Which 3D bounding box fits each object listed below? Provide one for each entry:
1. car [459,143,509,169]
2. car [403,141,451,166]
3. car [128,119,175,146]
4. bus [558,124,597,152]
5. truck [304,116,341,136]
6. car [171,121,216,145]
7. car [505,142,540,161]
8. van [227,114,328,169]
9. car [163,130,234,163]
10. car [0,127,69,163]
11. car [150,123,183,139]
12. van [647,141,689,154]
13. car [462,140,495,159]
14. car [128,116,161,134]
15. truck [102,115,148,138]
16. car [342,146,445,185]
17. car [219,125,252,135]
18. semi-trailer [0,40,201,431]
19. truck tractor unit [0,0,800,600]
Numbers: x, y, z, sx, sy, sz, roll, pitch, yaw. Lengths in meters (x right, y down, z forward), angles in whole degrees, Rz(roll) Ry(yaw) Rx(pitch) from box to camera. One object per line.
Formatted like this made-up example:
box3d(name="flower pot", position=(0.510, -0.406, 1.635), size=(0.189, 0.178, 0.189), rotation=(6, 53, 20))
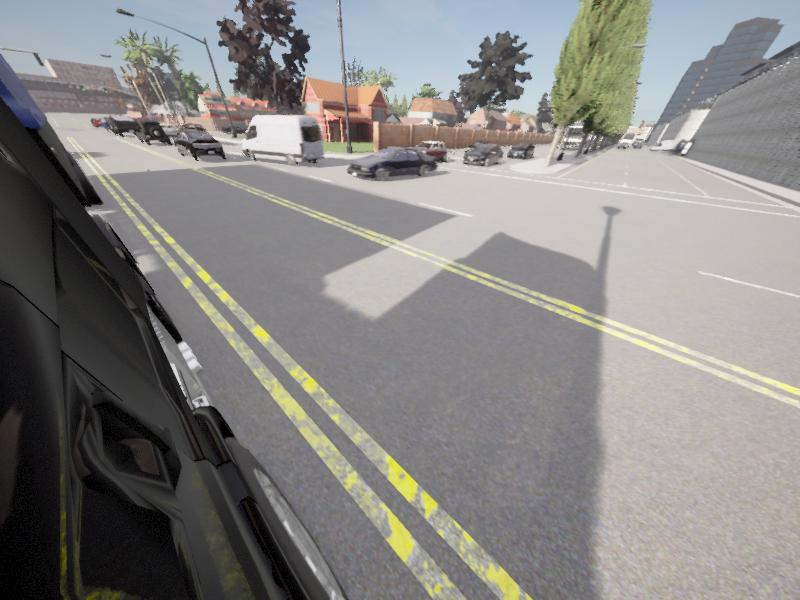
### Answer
box3d(name="car", position=(7.077, -12.113, 19.265), size=(1.837, 1.490, 4.892), rotation=(28, 43, 30))
box3d(name="car", position=(2.272, -12.064, 18.890), size=(1.970, 1.475, 3.806), rotation=(28, 43, 30))
box3d(name="car", position=(-24.002, -16.145, 22.288), size=(3.866, 1.878, 1.905), rotation=(28, 43, 30))
box3d(name="bus", position=(37.263, -33.917, 48.432), size=(3.944, 4.253, 10.273), rotation=(28, 43, 30))
box3d(name="truck", position=(-19.518, -44.128, 58.768), size=(2.891, 3.827, 8.468), rotation=(27, 43, 29))
box3d(name="car", position=(-22.071, -17.819, 24.689), size=(4.605, 1.855, 1.932), rotation=(28, 43, 29))
box3d(name="car", position=(13.801, -16.769, 25.982), size=(2.007, 1.525, 4.514), rotation=(28, 43, 30))
box3d(name="van", position=(-7.951, -10.513, 15.213), size=(5.915, 2.561, 1.988), rotation=(17, 41, 19))
box3d(name="car", position=(-13.666, -10.470, 15.628), size=(4.902, 1.511, 2.128), rotation=(29, 44, 31))
box3d(name="car", position=(-21.107, -8.944, 13.191), size=(4.181, 1.385, 1.994), rotation=(28, 43, 30))
box3d(name="car", position=(-30.870, -22.343, 30.546), size=(3.806, 1.475, 1.970), rotation=(28, 43, 30))
box3d(name="van", position=(65.097, -37.297, 56.388), size=(1.988, 2.561, 5.915), rotation=(-11, 36, -18))
box3d(name="car", position=(8.651, -16.496, 25.247), size=(1.789, 1.549, 3.705), rotation=(28, 43, 30))
box3d(name="car", position=(-40.650, -27.786, 36.744), size=(5.566, 2.045, 2.150), rotation=(28, 43, 30))
box3d(name="truck", position=(-34.980, -22.066, 29.371), size=(6.274, 2.098, 2.390), rotation=(28, 43, 30))
box3d(name="car", position=(-0.187, -7.490, 12.614), size=(5.357, 1.411, 2.033), rotation=(-26, 45, -33))
box3d(name="car", position=(-32.615, -33.871, 45.997), size=(1.837, 1.490, 4.892), rotation=(27, 43, 29))
box3d(name="semi-trailer", position=(-8.700, -3.597, 4.237), size=(14.254, 4.402, 2.717), rotation=(28, 43, 30))
box3d(name="truck tractor unit", position=(-2.645, -0.295, 0.352), size=(6.516, 4.208, 3.053), rotation=(28, 44, 30))
